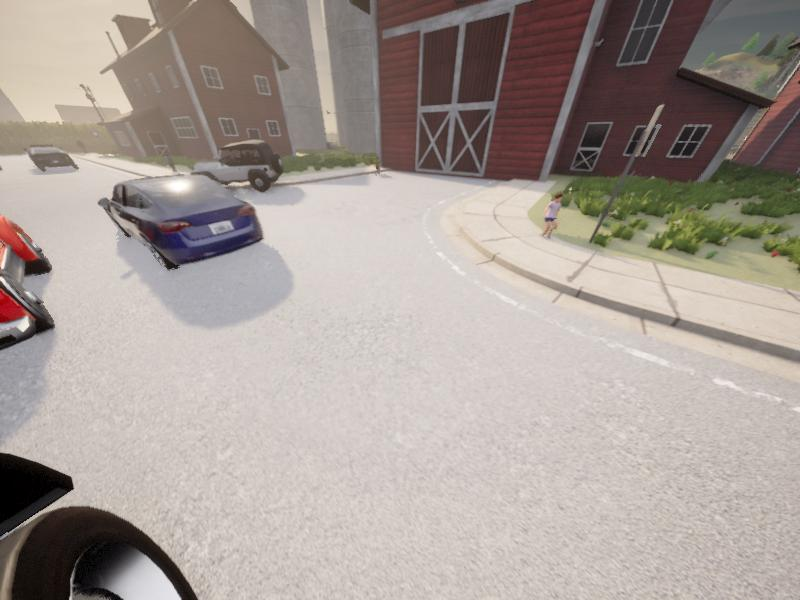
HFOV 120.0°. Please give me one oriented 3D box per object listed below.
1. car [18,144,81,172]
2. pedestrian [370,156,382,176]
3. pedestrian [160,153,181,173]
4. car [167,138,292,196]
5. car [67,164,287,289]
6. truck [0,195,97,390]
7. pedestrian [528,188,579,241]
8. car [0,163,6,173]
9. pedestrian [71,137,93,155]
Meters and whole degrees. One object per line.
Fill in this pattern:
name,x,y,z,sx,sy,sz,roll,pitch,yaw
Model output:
car,-28.072,-11.456,18.501,5.238,1.638,1.930,22,41,28
pedestrian,-1.519,-8.625,14.874,0.500,1.100,0.500,21,40,27
pedestrian,-15.724,-9.378,15.817,0.500,1.100,0.500,21,40,26
car,-7.540,-6.237,10.774,3.866,1.878,1.905,-5,41,-5
car,-5.293,-2.131,5.497,4.792,1.488,2.163,22,41,28
truck,-6.739,-0.619,2.588,5.204,2.467,2.627,22,41,28
pedestrian,3.636,-2.046,5.546,0.500,1.100,0.500,-3,35,-5
car,-31.431,-10.250,16.999,4.181,1.385,1.994,22,41,28
pedestrian,-41.629,-20.176,30.260,0.751,1.860,0.751,-13,37,-18
